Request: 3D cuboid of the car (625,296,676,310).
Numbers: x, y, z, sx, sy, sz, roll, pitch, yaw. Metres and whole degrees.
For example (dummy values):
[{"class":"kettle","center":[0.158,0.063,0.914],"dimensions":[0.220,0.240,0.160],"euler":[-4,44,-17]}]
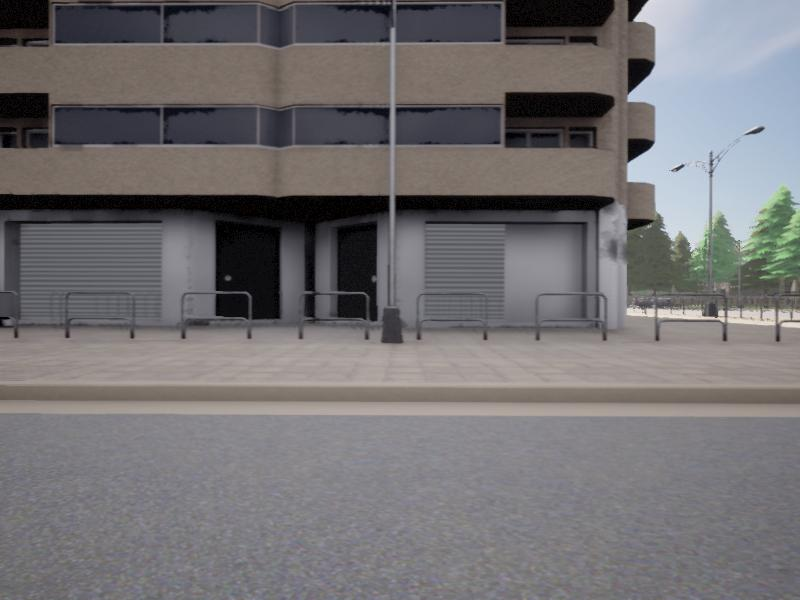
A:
[{"class":"car","center":[28.956,0.298,46.363],"dimensions":[1.837,1.490,4.892],"euler":[1,0,-20]}]
